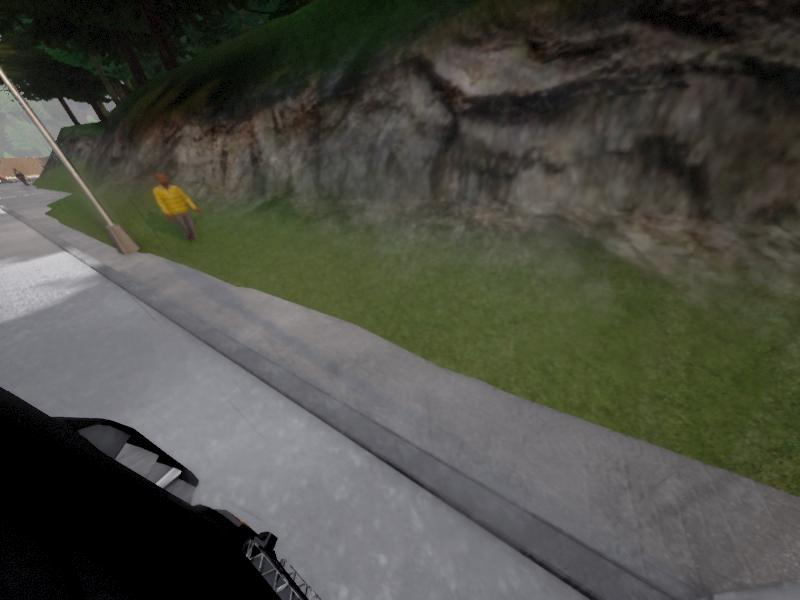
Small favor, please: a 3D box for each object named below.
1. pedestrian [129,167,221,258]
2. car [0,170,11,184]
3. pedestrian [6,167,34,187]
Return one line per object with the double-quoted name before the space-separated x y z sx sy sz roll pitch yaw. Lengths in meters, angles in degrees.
"pedestrian" -5.287 -2.079 5.546 0.751 1.860 0.751 21 40 31
"car" -59.453 -17.020 32.295 2.097 1.767 4.553 5 34 12
"pedestrian" -41.881 -13.567 25.498 0.751 1.860 0.751 17 38 27
